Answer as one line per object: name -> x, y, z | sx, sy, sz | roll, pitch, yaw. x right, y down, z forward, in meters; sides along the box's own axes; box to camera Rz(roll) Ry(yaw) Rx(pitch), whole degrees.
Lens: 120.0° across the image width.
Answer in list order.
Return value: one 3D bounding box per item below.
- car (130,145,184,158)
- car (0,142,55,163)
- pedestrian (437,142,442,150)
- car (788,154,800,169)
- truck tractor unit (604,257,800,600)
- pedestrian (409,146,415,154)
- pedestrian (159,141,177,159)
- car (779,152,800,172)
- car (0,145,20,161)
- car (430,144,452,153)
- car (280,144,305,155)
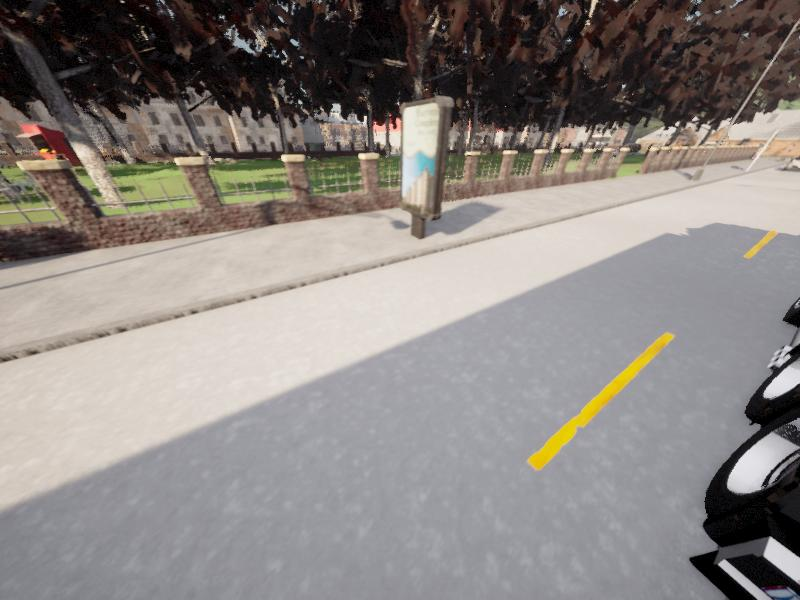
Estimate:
car -> -34.477, -21.272, 33.027 | 4.902, 1.511, 2.128 | -19, 39, -25
car -> -42.460, -16.141, 25.231 | 4.605, 1.855, 1.932 | -17, 39, -25
pedestrian -> 9.852, -38.737, 58.094 | 0.751, 1.860, 0.751 | -25, 42, -32
car -> 44.493, -15.000, 24.847 | 5.357, 1.411, 2.033 | -19, 39, -25
truck tractor unit -> 5.099, -0.309, 0.816 | 6.516, 4.208, 3.053 | -18, 39, -25
pedestrian -> 2.250, -27.758, 42.689 | 0.751, 1.300, 0.751 | -19, 39, -26
pedestrian -> -28.852, -18.625, 28.738 | 0.751, 1.860, 0.751 | -10, 36, -15
car -> 38.667, -13.183, 22.054 | 3.633, 1.501, 1.845 | -20, 39, -26
car -> -48.070, -16.686, 26.277 | 4.514, 1.525, 2.007 | -19, 39, -26
car -> 8.978, -33.183, 50.598 | 4.514, 1.525, 2.007 | -18, 39, -25
car -> -18.914, -26.500, 40.698 | 3.633, 1.501, 1.845 | -18, 39, -25
